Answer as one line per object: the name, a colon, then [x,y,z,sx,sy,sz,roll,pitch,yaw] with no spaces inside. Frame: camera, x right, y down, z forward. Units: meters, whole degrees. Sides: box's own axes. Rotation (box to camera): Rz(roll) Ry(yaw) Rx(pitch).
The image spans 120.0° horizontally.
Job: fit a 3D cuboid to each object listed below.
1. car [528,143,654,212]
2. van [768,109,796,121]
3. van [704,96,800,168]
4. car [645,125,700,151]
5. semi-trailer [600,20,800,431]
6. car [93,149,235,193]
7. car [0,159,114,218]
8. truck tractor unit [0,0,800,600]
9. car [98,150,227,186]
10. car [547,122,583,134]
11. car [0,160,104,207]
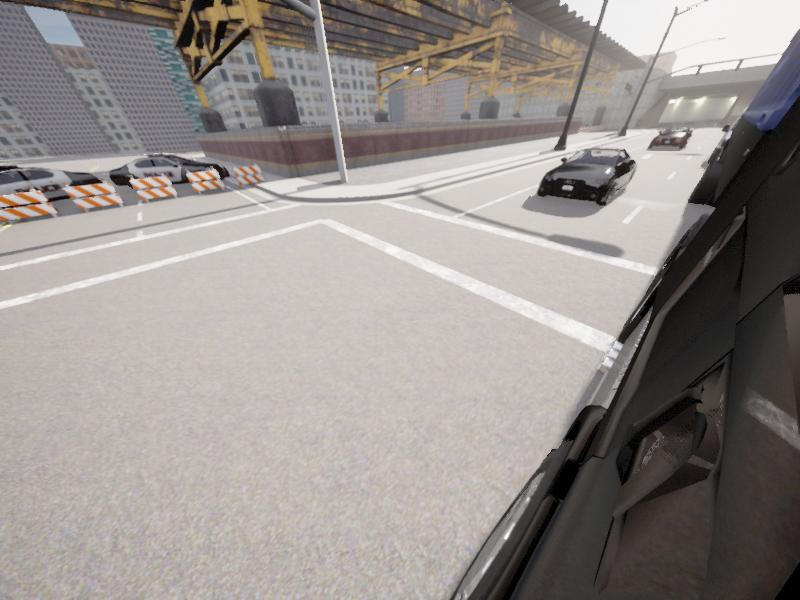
car: [6.612,-4.418,7.979,4.181,1.385,1.994,-30,44,-31]
van: [82.889,-40.231,50.231,4.480,2.038,2.069,-31,45,-32]
van: [18.475,-8.772,12.042,5.915,2.561,1.988,-29,44,-31]
car: [21.424,-12.754,18.140,4.181,1.385,1.994,-29,44,-31]
semi-trailer: [8.592,-3.685,4.315,14.254,4.402,2.717,-29,44,-31]
car: [-12.492,-7.151,12.707,4.974,1.542,2.038,-10,37,-9]
car: [-15.983,-4.554,9.468,2.038,1.542,4.974,5,38,11]
truck tractor unit: [2.645,-0.295,0.351,6.516,4.208,3.053,-28,44,-30]
car: [-12.548,-7.268,12.604,4.536,1.218,1.853,-10,37,-9]
car: [31.085,-32.428,43.598,4.974,1.542,2.038,-1,37,3]
car: [-15.978,-4.711,9.414,1.853,1.218,4.536,5,38,11]
